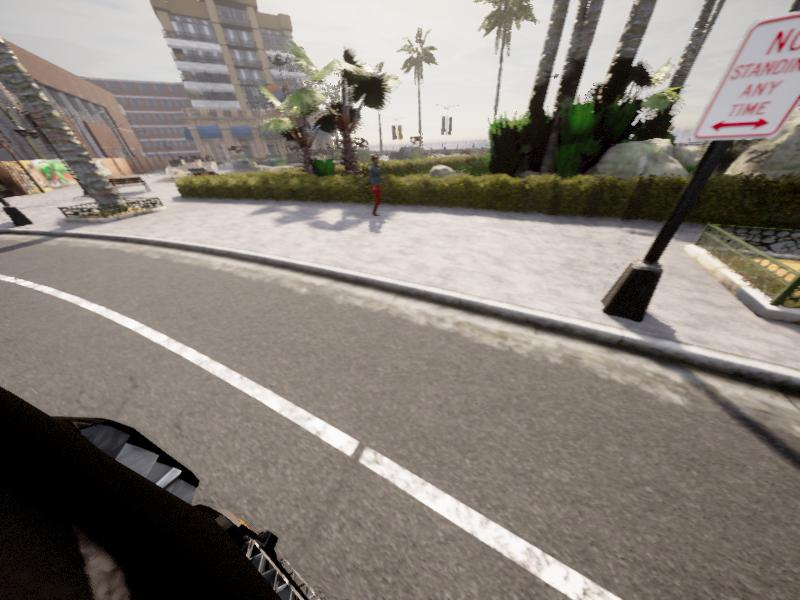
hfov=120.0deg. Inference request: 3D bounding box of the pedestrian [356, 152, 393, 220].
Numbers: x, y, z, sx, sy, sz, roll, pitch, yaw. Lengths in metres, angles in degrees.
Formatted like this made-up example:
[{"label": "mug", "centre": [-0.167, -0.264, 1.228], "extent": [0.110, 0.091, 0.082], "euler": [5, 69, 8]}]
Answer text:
[{"label": "pedestrian", "centre": [-0.776, -3.677, 7.506], "extent": [0.751, 1.860, 0.751], "euler": [12, 36, 21]}]
